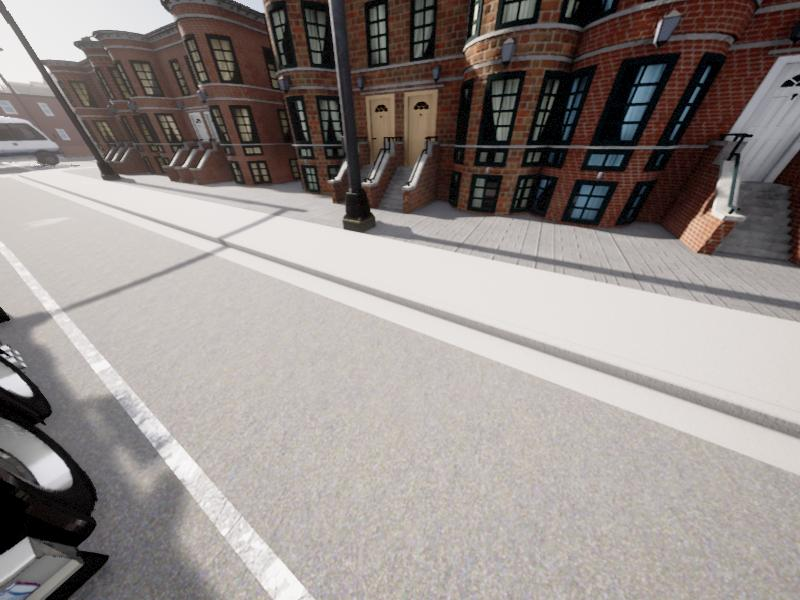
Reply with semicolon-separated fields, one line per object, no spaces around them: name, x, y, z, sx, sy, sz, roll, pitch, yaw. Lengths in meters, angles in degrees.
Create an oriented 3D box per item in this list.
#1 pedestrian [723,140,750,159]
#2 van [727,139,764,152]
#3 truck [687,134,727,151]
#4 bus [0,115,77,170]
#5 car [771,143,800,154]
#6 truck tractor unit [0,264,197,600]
pedestrian;39.007;-17.471;26.826;0.751;1.860;0.751;14;37;20
van;82.575;-37.038;55.334;1.988;2.561;5.915;17;37;23
truck;84.266;-43.397;63.676;2.891;3.827;8.468;17;38;23
bus;-40.959;-15.000;22.176;3.944;4.253;10.273;18;40;24
car;68.593;-26.410;40.219;2.038;1.542;4.974;17;37;23
truck tractor unit;-5.109;-0.303;0.774;6.516;4.208;3.053;18;39;24
